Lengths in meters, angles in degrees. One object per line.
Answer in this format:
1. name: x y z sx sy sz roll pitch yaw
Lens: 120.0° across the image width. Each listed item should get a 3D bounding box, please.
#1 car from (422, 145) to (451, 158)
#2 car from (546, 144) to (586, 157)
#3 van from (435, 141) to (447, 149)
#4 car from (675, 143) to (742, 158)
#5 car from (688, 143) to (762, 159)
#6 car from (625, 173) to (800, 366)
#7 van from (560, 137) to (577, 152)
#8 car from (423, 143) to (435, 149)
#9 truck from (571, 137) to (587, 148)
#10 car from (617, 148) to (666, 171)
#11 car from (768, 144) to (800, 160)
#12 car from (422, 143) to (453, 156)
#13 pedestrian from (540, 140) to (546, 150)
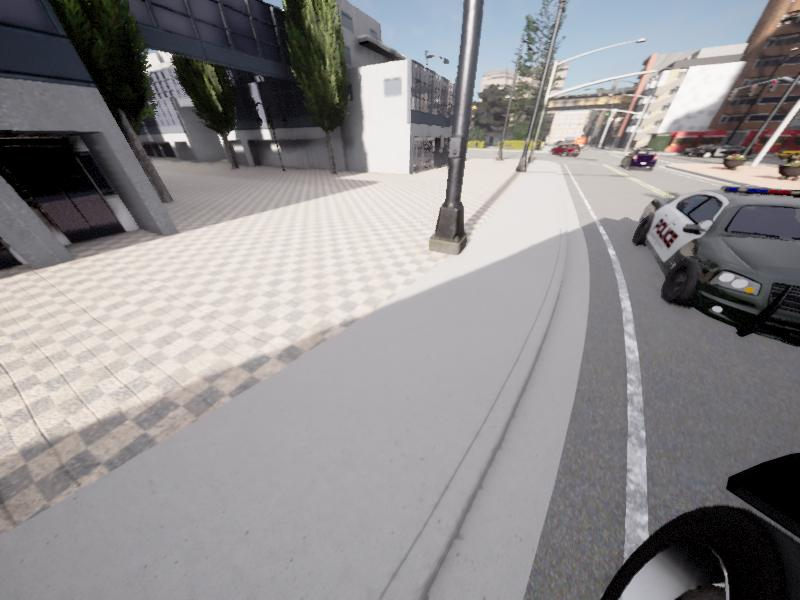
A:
1. car: 5.802 -23.887 37.041 3.988 1.617 1.851 17 38 23
2. car: 25.287 -23.024 35.504 2.033 1.649 4.856 -6 35 -9
3. van: 13.281 -50.549 75.240 2.069 2.038 4.480 -11 36 -14
4. car: 44.201 -21.642 33.316 5.238 1.638 1.930 16 38 21
5. car: 42.817 -19.798 30.678 5.238 1.638 1.930 17 38 22
6. car: 6.080 -1.072 4.114 2.038 1.542 4.974 19 40 26
7. van: 37.080 -34.338 50.868 1.988 2.561 5.915 16 38 23
8. car: 9.388 -50.719 75.991 1.801 1.575 5.366 -11 36 -14
9. truck: 50.060 -44.010 64.704 2.627 2.467 5.204 16 38 23
10. car: 20.966 -12.399 20.258 1.845 1.501 3.633 16 38 23
11. car: 49.601 -17.735 27.771 5.366 1.575 1.801 17 38 22
12. car: 6.453 -26.045 39.980 4.553 1.767 2.097 17 38 23
13. pedestrian: 32.700 -35.463 52.875 0.751 1.860 0.751 17 38 24
